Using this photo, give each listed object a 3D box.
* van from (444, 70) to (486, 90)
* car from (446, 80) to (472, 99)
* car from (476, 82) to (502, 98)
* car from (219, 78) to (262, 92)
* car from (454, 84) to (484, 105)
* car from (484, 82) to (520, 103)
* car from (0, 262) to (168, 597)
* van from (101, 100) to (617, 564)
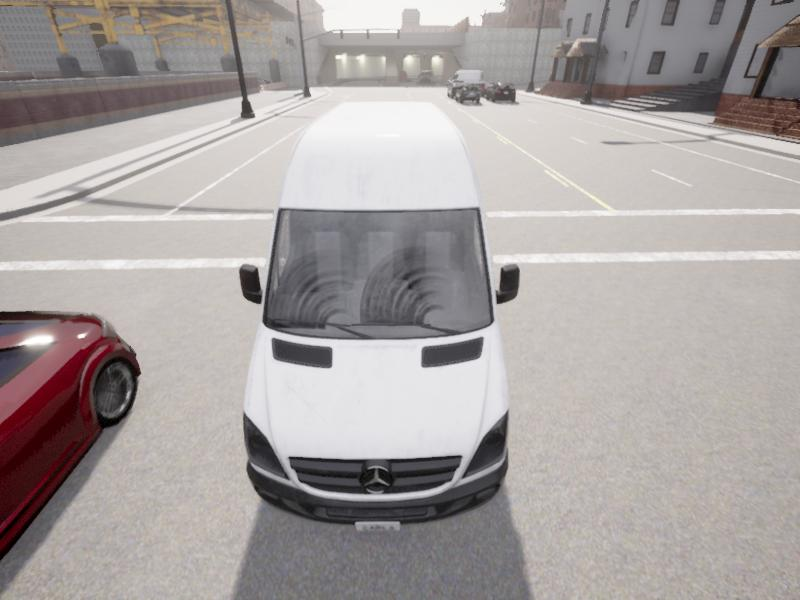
[{"bbox_3d":[10.002,-34.191,62.073,5.915,2.561,1.988,16,34,25],"label":"van"},{"bbox_3d":[6.398,-23.230,44.107,1.930,1.638,5.238,-1,30,-2],"label":"car"},{"bbox_3d":[9.999,-23.791,45.266,1.812,1.442,4.674,-1,30,-2],"label":"car"},{"bbox_3d":[-21.895,-29.652,55.110,2.038,1.542,4.974,25,39,36],"label":"car"},{"bbox_3d":[6.461,-19.602,38.017,2.007,1.525,4.514,0,30,0],"label":"car"},{"bbox_3d":[9.943,-20.479,39.377,2.242,1.667,4.611,0,30,0],"label":"car"},{"bbox_3d":[-3.648,1.286,2.444,1.994,1.385,4.181,0,30,0],"label":"car"},{"bbox_3d":[-0.181,-0.733,4.743,1.988,2.561,5.915,0,30,0],"label":"van"}]
